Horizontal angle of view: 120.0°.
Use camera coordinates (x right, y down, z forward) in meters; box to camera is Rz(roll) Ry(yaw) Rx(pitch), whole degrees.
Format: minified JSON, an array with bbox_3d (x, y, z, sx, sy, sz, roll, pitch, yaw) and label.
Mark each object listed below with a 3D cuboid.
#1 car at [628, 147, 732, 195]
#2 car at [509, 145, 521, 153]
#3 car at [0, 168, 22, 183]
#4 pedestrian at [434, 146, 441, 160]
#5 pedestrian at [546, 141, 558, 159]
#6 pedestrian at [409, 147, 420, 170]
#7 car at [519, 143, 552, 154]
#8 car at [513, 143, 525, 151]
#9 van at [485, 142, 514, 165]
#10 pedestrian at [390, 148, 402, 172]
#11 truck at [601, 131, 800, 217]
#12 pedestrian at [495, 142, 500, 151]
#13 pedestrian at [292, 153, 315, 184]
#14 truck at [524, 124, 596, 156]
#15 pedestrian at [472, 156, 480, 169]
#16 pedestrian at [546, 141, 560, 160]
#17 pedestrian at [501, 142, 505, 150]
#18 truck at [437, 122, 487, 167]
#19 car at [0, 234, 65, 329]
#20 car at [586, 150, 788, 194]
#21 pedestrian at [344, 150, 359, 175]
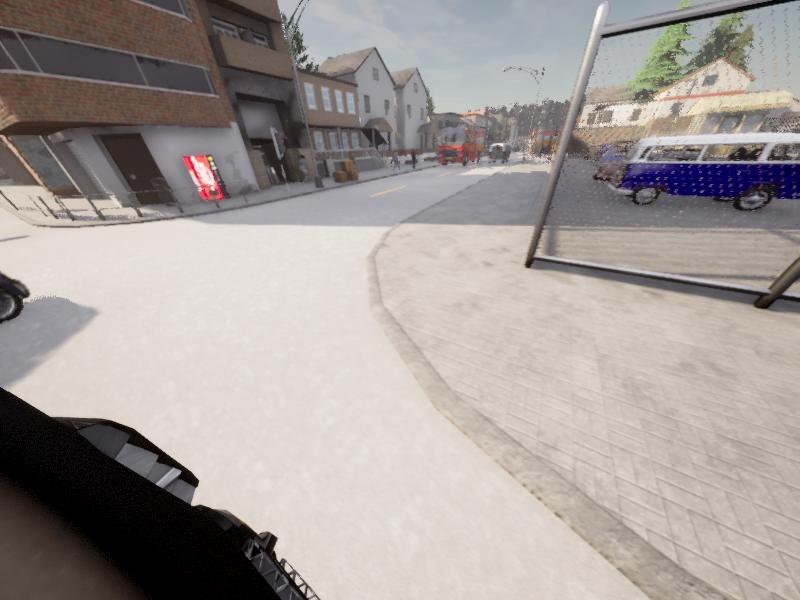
[{"bbox_3d":[12.396,-6.050,10.627,1.789,1.547,3.705,16,38,26],"label":"car"},{"bbox_3d":[29.449,-38.783,59.169,1.837,1.490,4.892,16,38,26],"label":"car"},{"bbox_3d":[-59.351,-17.700,33.163,2.033,1.649,4.856,-3,34,0],"label":"car"},{"bbox_3d":[5.717,-22.428,35.231,0.751,1.860,0.751,16,38,26],"label":"pedestrian"},{"bbox_3d":[19.086,-18.852,29.007,0.751,1.860,0.751,21,40,30],"label":"pedestrian"},{"bbox_3d":[1.419,-14.223,23.206,0.751,1.860,0.751,-24,39,-29],"label":"pedestrian"},{"bbox_3d":[25.368,-28.469,43.422,2.242,1.667,4.611,-22,39,-26],"label":"car"},{"bbox_3d":[33.378,-42.824,64.641,1.932,1.855,4.605,16,38,26],"label":"car"},{"bbox_3d":[11.719,-17.260,27.164,2.069,2.038,4.480,16,38,26],"label":"van"},{"bbox_3d":[-0.340,-13.071,21.593,0.751,1.860,0.751,-22,38,-27],"label":"pedestrian"},{"bbox_3d":[10.009,-4.259,7.662,4.478,2.038,2.069,16,38,26],"label":"truck"},{"bbox_3d":[26.864,-42.347,63.732,0.751,1.860,0.751,23,42,33],"label":"pedestrian"},{"bbox_3d":[-6.713,-9.204,16.189,0.751,1.860,0.751,16,38,26],"label":"pedestrian"},{"bbox_3d":[25.363,-25.598,37.173,8.468,3.827,2.891,0,34,3],"label":"truck"},{"bbox_3d":[7.276,-13.149,22.091,0.500,1.100,0.500,18,39,27],"label":"pedestrian"},{"bbox_3d":[18.273,-17.881,27.604,0.751,1.860,0.751,22,41,32],"label":"pedestrian"},{"bbox_3d":[30.857,-46.314,69.422,0.751,1.860,0.751,14,37,23],"label":"pedestrian"},{"bbox_3d":[7.406,-18.208,27.257,2.891,3.827,8.468,16,38,26],"label":"truck"},{"bbox_3d":[-7.296,0.595,2.225,1.994,1.385,4.181,-2,34,1],"label":"car"},{"bbox_3d":[12.146,-5.918,10.575,5.357,1.415,2.033,16,38,26],"label":"car"},{"bbox_3d":[-4.364,-12.342,20.759,0.751,1.860,0.751,15,37,24],"label":"pedestrian"}]
